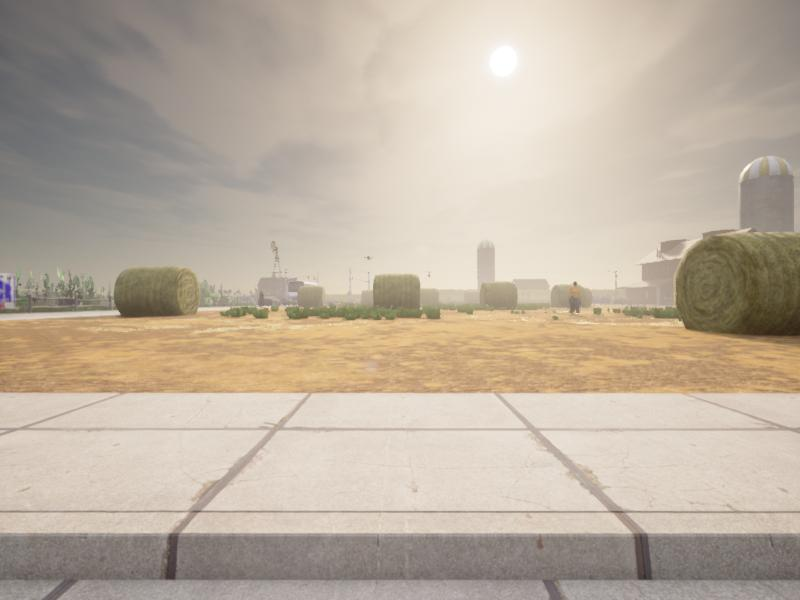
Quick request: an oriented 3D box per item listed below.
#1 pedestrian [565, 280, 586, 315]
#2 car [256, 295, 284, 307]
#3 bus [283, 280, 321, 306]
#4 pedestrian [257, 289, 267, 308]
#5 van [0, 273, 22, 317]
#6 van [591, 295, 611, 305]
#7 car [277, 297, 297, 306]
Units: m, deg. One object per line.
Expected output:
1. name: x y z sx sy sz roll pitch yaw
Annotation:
1. pedestrian: 9.337 -0.138 21.280 0.751 1.860 0.751 0 0 -3
2. car: -18.168 0.123 56.124 1.930 1.638 5.238 0 0 3
3. bus: -17.491 -1.186 72.674 3.944 4.253 10.273 0 0 3
4. pedestrian: -14.050 -0.160 40.682 0.751 1.860 0.751 0 0 7
5. van: -23.397 -0.275 20.202 2.351 2.431 6.366 0 0 3
6. van: 39.266 0.002 78.275 1.775 1.987 4.442 0 0 -1
7. car: -17.830 0.206 63.155 1.816 1.474 4.193 0 0 3
